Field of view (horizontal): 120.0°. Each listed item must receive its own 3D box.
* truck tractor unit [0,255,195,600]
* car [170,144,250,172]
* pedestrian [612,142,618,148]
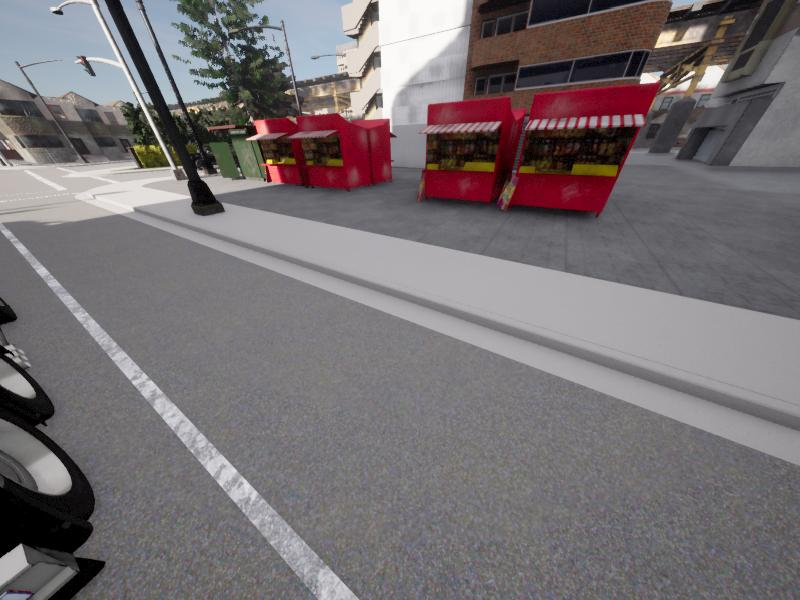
[{"bbox_3d":[-5.097,-0.314,0.801,6.516,4.208,3.053,19,39,25],"label":"truck tractor unit"},{"bbox_3d":[-19.118,-14.654,23.663,2.150,2.045,5.566,18,39,26],"label":"car"},{"bbox_3d":[42.131,-30.395,45.288,0.500,1.100,0.500,18,39,25],"label":"pedestrian"}]
